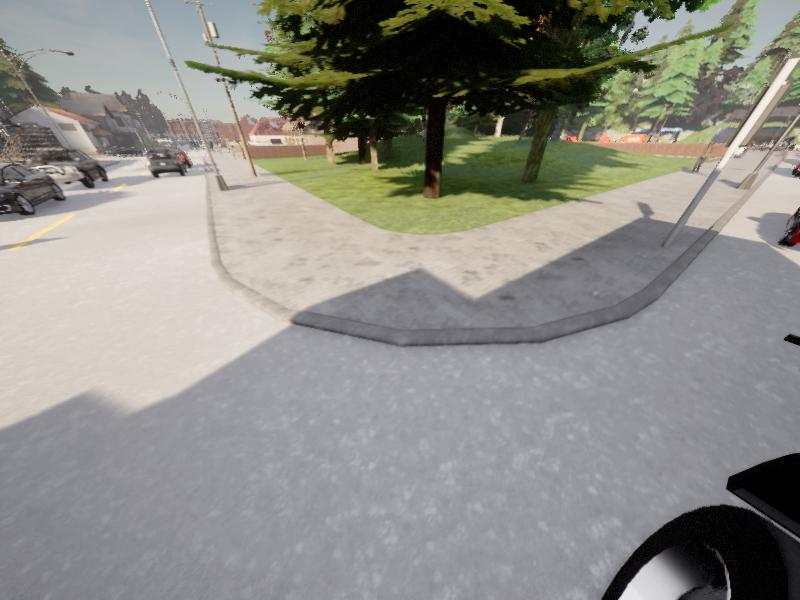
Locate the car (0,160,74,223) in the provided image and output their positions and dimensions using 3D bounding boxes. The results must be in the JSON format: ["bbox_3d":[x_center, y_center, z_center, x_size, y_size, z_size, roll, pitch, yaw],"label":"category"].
[{"bbox_3d":[-14.963,-4.119,8.577,1.837,1.490,4.892,-22,41,-28],"label":"car"}]

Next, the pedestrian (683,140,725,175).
[{"bbox_3d":[19.678,-9.231,14.995,0.751,1.860,0.751,-18,39,-23],"label":"pedestrian"}]

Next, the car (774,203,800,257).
[{"bbox_3d":[11.116,-1.928,5.360,4.181,1.385,1.994,-22,41,-28],"label":"car"}]

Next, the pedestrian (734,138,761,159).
[{"bbox_3d":[37.898,-16.550,25.219,0.751,1.860,0.751,-20,40,-25],"label":"pedestrian"}]

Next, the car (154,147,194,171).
[{"bbox_3d":[-20.805,-13.163,21.424,2.007,1.525,4.514,-23,41,-29],"label":"car"}]

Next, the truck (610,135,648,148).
[{"bbox_3d":[52.144,-36.197,52.716,2.627,2.467,5.204,-22,41,-28],"label":"truck"}]

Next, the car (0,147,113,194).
[{"bbox_3d":[-18.689,-7.404,12.934,1.932,1.855,4.605,-22,41,-28],"label":"car"}]

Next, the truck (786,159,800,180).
[{"bbox_3d":[26.869,-8.776,13.991,5.204,2.467,2.627,-22,40,-28],"label":"truck"}]

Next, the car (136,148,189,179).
[{"bbox_3d":[-17.195,-10.091,16.967,1.851,1.617,3.988,-22,41,-28],"label":"car"}]

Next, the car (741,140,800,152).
[{"bbox_3d":[62.795,-26.237,39.260,2.038,1.542,4.974,-8,36,-9],"label":"car"}]
